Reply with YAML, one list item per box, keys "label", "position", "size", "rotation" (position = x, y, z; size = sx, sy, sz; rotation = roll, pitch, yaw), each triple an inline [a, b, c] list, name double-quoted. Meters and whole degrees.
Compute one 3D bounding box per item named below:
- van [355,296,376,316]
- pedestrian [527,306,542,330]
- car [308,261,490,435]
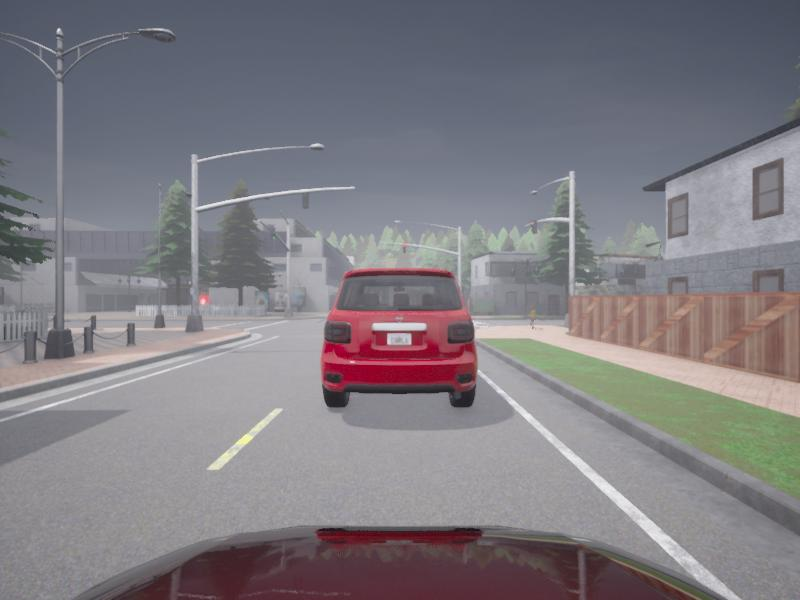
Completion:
- label: "van"
  position: [-3.563, 0.596, 41.977]
  size: [1.775, 1.987, 4.442]
  rotation: [0, 0, 0]
- label: "pedestrian"
  position: [6.382, 0.856, 19.003]
  size: [0.500, 1.100, 0.500]
  rotation: [0, 0, -7]
- label: "car"
  position: [-0.013, 0.568, 7.496]
  size: [2.150, 2.045, 5.566]
  rotation: [0, 0, 0]
